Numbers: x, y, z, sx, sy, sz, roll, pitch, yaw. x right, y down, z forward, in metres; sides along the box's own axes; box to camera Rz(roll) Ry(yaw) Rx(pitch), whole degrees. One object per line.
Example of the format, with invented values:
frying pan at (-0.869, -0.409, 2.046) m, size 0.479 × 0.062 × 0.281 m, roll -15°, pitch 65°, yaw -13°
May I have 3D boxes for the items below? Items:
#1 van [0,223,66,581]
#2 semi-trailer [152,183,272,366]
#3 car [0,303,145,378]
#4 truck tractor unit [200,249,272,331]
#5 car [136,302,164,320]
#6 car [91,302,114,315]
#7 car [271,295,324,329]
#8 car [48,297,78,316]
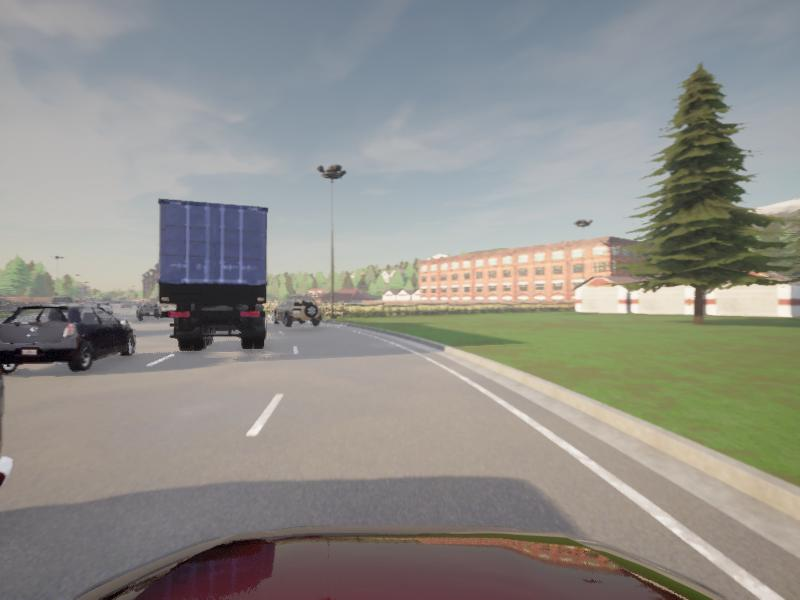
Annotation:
van at (-3.282, 0.581, 0.462) m, size 2.069 × 2.038 × 4.480 m, roll 1°, pitch 0°, yaw -1°
semi-trailer at (-7.074, -0.603, 16.796) m, size 2.717 × 4.402 × 14.254 m, roll 0°, pitch 0°, yaw -20°
car at (-8.151, 0.849, 10.062) m, size 1.845 × 1.501 × 3.633 m, roll 0°, pitch 0°, yaw -14°
truck tractor unit at (-10.073, -0.491, 24.099) m, size 3.053 × 4.208 × 6.516 m, roll 1°, pitch 0°, yaw -30°
car at (-21.870, 0.918, 34.952) m, size 1.816 × 1.474 × 4.193 m, roll 0°, pitch 0°, yaw -36°
car at (-33.928, 0.948, 45.699) m, size 1.970 × 1.475 × 3.806 m, roll 0°, pitch 0°, yaw -36°
car at (-6.402, 0.679, 24.583) m, size 1.932 × 1.855 × 4.605 m, roll 2°, pitch -1°, yaw -30°
car at (-37.577, 0.672, 44.768) m, size 2.150 × 2.045 × 5.566 m, roll 0°, pitch 0°, yaw -36°
